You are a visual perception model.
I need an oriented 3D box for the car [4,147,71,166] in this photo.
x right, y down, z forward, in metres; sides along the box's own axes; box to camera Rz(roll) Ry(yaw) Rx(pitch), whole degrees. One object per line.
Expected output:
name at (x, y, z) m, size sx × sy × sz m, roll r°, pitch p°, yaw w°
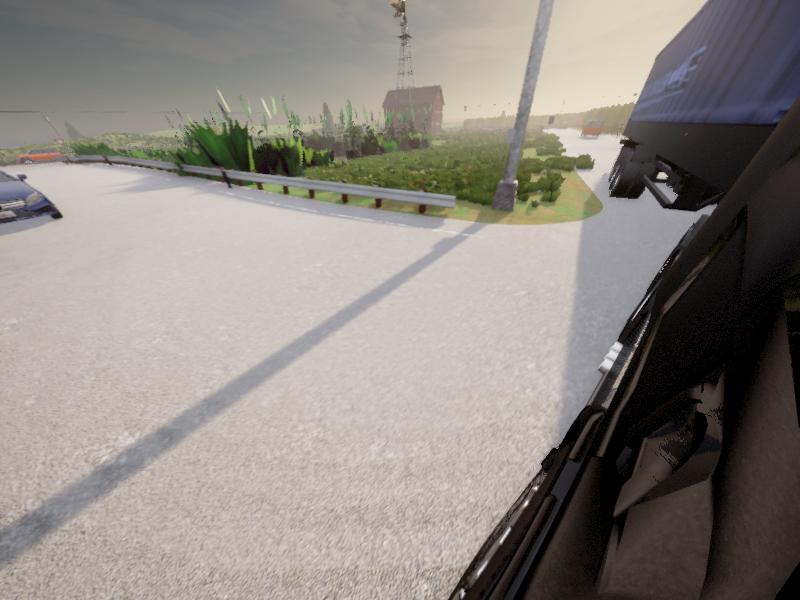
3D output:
car at (-50.129, -19.987, 32.050) m, size 2.097 × 1.767 × 4.553 m, roll 18°, pitch 42°, yaw 25°

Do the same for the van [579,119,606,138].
van at (27.122, -24.230, 32.671) m, size 1.775 × 1.987 × 4.442 m, roll 14°, pitch 40°, yaw 21°

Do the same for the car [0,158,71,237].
car at (-12.341, -3.154, 6.792) m, size 4.674 × 1.442 × 1.812 m, roll 20°, pitch 42°, yaw 23°

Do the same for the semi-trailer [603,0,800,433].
semi-trailer at (7.445, -4.244, 5.159) m, size 2.717 × 4.402 × 14.254 m, roll 21°, pitch 43°, yaw 27°

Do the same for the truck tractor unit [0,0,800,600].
truck tractor unit at (2.645, -0.295, 0.351) m, size 6.516 × 4.208 × 3.053 m, roll -28°, pitch 44°, yaw -30°
